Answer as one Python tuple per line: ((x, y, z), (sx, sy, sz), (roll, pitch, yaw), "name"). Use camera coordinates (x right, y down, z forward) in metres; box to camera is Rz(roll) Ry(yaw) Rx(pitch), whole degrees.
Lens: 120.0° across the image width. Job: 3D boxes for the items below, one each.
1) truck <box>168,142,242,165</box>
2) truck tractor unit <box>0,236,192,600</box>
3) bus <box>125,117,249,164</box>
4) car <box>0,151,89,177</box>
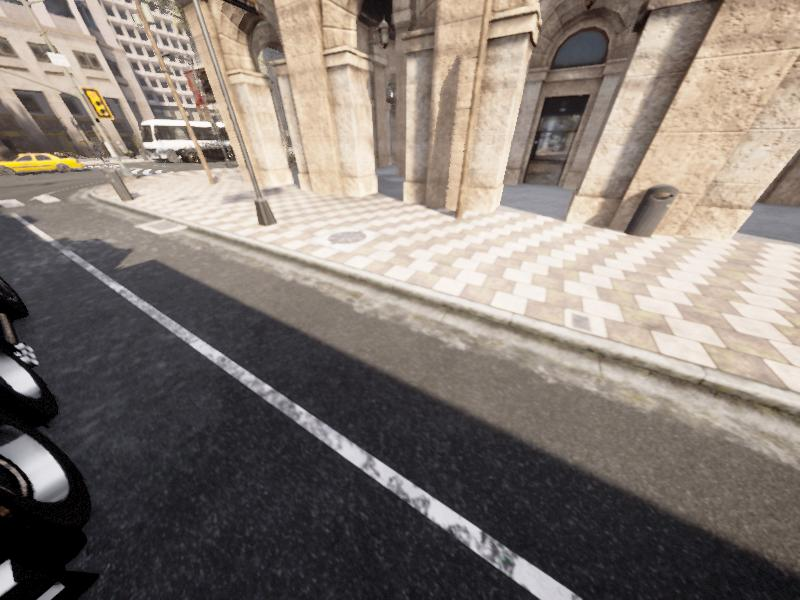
((-23.891, -18.356, 28.725), (2.390, 2.098, 6.274), (18, 39, 24), "truck")
((-5.062, -0.348, 0.843), (6.516, 4.208, 3.053), (20, 40, 26), "truck tractor unit")
((-26.501, -20.436, 29.861), (3.944, 4.253, 10.273), (18, 38, 25), "bus")
((-30.657, -11.399, 19.236), (1.801, 1.575, 5.366), (18, 39, 24), "car")
